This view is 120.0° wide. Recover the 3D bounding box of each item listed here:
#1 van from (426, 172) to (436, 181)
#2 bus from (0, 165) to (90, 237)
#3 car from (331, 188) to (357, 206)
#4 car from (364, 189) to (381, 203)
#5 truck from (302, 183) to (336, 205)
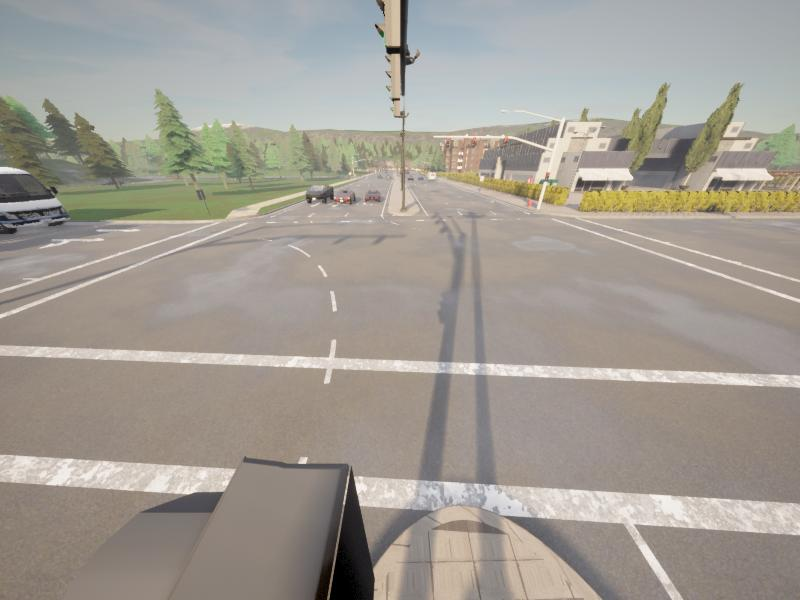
[{"bbox_3d":[10.659,-42.364,79.256,2.351,2.431,6.366,0,30,0],"label":"van"},{"bbox_3d":[-30.960,-7.147,16.434,10.273,4.253,3.944,0,30,0],"label":"bus"},{"bbox_3d":[-7.190,-13.642,30.312,2.152,1.651,5.027,0,30,-1],"label":"car"},{"bbox_3d":[-3.720,-14.464,31.989,1.994,1.385,4.181,0,30,-1],"label":"car"},{"bbox_3d":[-10.710,-14.415,31.174,2.390,2.098,6.274,0,30,-1],"label":"truck"}]
